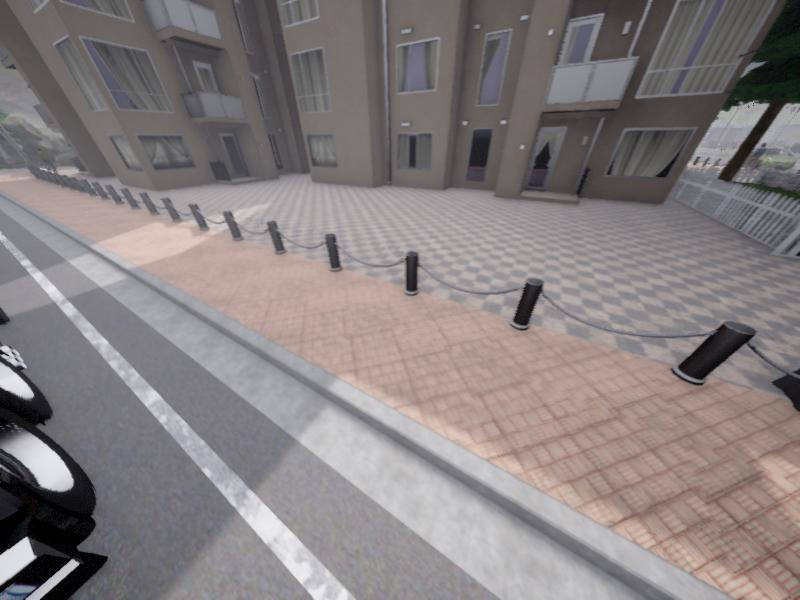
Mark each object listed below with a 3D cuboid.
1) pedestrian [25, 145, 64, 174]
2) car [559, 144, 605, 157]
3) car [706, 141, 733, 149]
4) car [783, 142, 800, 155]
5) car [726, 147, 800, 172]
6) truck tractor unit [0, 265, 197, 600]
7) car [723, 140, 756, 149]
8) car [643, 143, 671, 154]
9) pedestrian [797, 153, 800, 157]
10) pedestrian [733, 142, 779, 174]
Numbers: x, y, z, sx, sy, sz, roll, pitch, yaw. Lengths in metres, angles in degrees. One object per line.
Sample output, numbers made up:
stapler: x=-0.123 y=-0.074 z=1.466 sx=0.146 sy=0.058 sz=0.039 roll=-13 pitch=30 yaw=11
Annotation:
pedestrian: x=-28.127 y=-11.127 z=18.302 sx=0.751 sy=1.860 sz=0.751 roll=17 pitch=38 yaw=23
car: x=26.999 y=-22.369 z=34.560 sx=5.008 sy=1.535 sz=1.882 roll=17 pitch=39 yaw=23
car: x=74.161 y=-36.140 z=53.714 sx=2.007 sy=1.523 sz=4.514 roll=17 pitch=38 yaw=23
car: x=61.608 y=-23.032 z=35.049 sx=1.845 sy=1.501 sz=3.633 roll=17 pitch=38 yaw=23
car: x=31.818 y=-12.350 z=20.158 sx=2.007 sy=1.525 sz=4.514 roll=16 pitch=38 yaw=22
truck tractor unit: x=-5.112 y=-0.299 z=0.781 sx=6.516 sy=4.208 sz=3.053 roll=18 pitch=39 yaw=24
car: x=76.934 y=-35.321 z=52.496 sx=2.152 sy=1.636 sz=5.027 roll=17 pitch=38 yaw=23
car: x=45.856 y=-27.195 z=41.364 sx=2.007 sy=1.525 sz=4.514 roll=17 pitch=38 yaw=23
pedestrian: x=52.412 y=-19.360 z=29.420 sx=0.751 sy=1.860 sz=0.751 roll=11 pitch=36 yaw=16
pedestrian: x=24.962 y=-10.012 z=16.257 sx=0.751 sy=1.860 sz=0.751 roll=13 pitch=37 yaw=18
